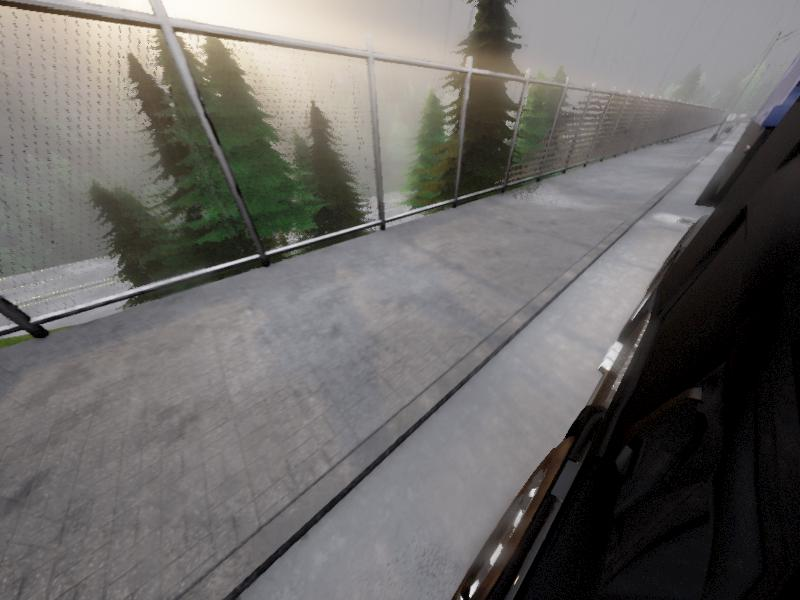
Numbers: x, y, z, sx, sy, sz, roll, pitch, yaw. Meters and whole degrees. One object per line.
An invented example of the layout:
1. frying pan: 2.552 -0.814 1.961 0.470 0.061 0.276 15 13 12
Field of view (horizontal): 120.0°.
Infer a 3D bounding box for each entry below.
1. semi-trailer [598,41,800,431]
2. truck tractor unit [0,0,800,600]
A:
1. semi-trailer: 8.701 -3.580 4.260 14.254 4.402 2.717 -28 44 -30
2. truck tractor unit: 2.645 -0.295 0.351 6.516 4.208 3.053 -28 44 -30
